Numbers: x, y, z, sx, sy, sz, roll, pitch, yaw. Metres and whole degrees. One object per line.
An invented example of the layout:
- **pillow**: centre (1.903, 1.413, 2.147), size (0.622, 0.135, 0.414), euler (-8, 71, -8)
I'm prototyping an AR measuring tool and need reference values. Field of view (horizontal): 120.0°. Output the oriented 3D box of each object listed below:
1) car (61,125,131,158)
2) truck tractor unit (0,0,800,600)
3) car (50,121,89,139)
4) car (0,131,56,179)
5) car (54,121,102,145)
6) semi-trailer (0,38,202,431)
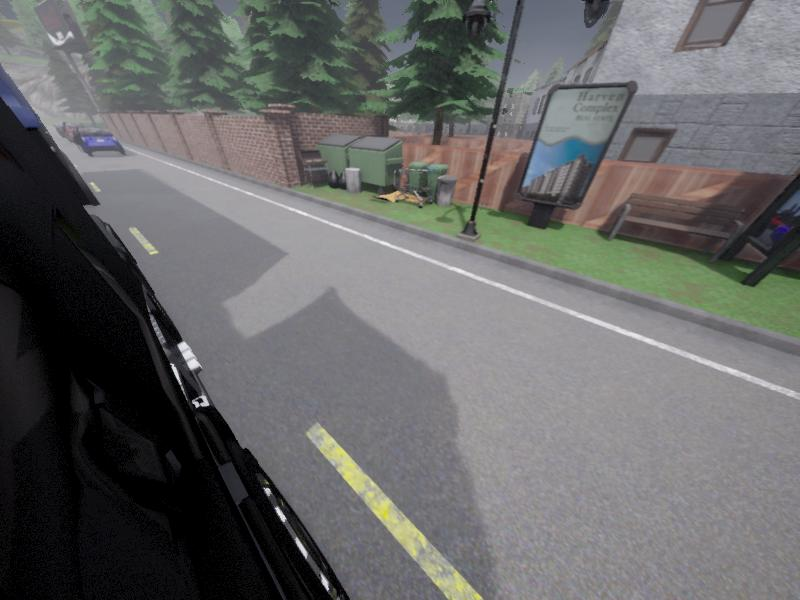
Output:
- **car**: centre (-20.541, -10.798, 15.627), size (4.514, 1.525, 2.007), euler (27, 43, 29)
- **truck tractor unit**: centre (-2.645, -0.295, 0.351), size (6.516, 4.208, 3.053), euler (28, 44, 30)
- **car**: centre (-36.654, -18.905, 25.616), size (4.674, 1.442, 1.812), euler (27, 43, 29)
- **car**: centre (-17.153, -6.342, 9.978), size (4.181, 1.385, 1.994), euler (27, 43, 29)
- **car**: centre (-29.342, -15.252, 21.062), size (3.705, 1.549, 1.789), euler (27, 43, 29)
- **semi-trailer**: centre (-8.742, -3.565, 4.200), size (14.254, 4.402, 2.717), euler (28, 43, 29)
